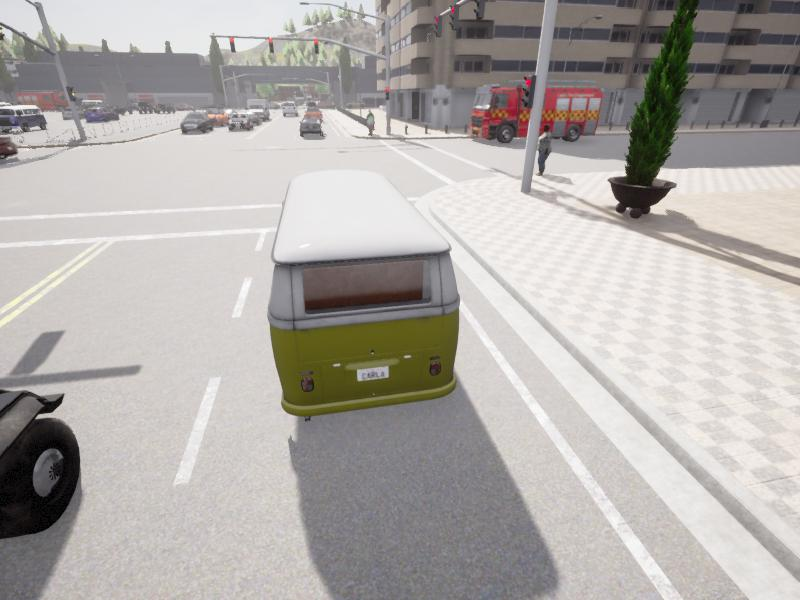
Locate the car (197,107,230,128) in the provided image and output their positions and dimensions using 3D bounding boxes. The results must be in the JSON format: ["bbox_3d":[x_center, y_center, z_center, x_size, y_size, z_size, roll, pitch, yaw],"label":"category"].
[{"bbox_3d":[-19.896,-19.658,42.962,2.097,1.767,4.553,-5,28,-10],"label":"car"}]

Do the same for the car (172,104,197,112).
[{"bbox_3d":[-43.410,-38.767,80.644,3.806,1.475,1.970,-5,28,-10],"label":"car"}]

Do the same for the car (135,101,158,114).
[{"bbox_3d":[-42.802,-32.531,67.634,1.905,1.878,3.866,-5,28,-10],"label":"car"}]

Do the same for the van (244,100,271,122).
[{"bbox_3d":[-18.385,-24.595,51.880,2.351,2.431,6.366,-5,28,-10],"label":"van"}]

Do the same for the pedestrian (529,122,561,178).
[{"bbox_3d":[5.417,-5.648,15.063,0.751,1.860,0.751,4,27,7],"label":"pedestrian"}]

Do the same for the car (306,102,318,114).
[{"bbox_3d":[-16.090,-35.315,73.357,1.905,1.878,3.866,-5,28,-10],"label":"car"}]

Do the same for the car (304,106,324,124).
[{"bbox_3d":[-10.411,-22.436,48.355,2.097,1.767,4.553,-5,28,-10],"label":"car"}]

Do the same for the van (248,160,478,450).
[{"bbox_3d":[-0.681,-0.526,5.471,1.775,1.987,4.442,-5,28,-10],"label":"van"}]

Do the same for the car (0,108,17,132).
[{"bbox_3d":[-35.170,-15.056,33.592,1.932,1.855,4.605,-5,28,-10],"label":"car"}]

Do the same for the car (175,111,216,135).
[{"bbox_3d":[-18.346,-16.079,36.175,2.033,1.649,4.856,-5,28,-10],"label":"car"}]

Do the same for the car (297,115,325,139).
[{"bbox_3d":[-7.306,-14.453,33.248,2.033,1.411,5.357,-4,28,-8],"label":"car"}]

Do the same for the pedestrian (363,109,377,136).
[{"bbox_3d":[-2.313,-13.720,30.904,0.751,1.860,0.751,-17,31,-29],"label":"pedestrian"}]

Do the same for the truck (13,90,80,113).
[{"bbox_3d":[-67.366,-37.941,76.402,8.468,3.827,2.891,-5,28,-9],"label":"truck"}]

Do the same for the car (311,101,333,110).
[{"bbox_3d":[-17.853,-44.520,91.527,4.856,1.649,2.033,-5,28,-10],"label":"car"}]

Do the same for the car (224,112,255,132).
[{"bbox_3d":[-15.225,-17.033,38.190,1.970,1.475,3.806,-5,28,-10],"label":"car"}]

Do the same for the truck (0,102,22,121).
[{"bbox_3d":[-50.566,-23.758,50.352,2.069,2.038,4.478,-5,28,-10],"label":"truck"}]

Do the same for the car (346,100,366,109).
[{"bbox_3d":[-10.532,-46.949,95.996,4.605,1.855,1.932,-5,28,-10],"label":"car"}]

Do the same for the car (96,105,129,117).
[{"bbox_3d":[-44.213,-29.195,61.651,2.033,1.415,5.357,-5,28,-10],"label":"car"}]

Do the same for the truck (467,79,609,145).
[{"bbox_3d":[9.338,-13.058,27.723,8.468,3.827,2.891,-5,28,-10],"label":"truck"}]

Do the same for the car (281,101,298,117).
[{"bbox_3d":[-17.262,-29.982,62.791,2.150,2.045,5.566,-5,28,-10],"label":"car"}]

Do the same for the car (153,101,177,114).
[{"bbox_3d":[-39.953,-32.768,68.085,1.932,1.855,4.605,-5,28,-10],"label":"car"}]

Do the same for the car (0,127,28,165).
[{"bbox_3d":[-21.568,-7.351,19.159,5.008,1.535,1.882,-5,28,-10],"label":"car"}]

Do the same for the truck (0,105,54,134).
[{"bbox_3d":[-32.344,-15.431,34.110,2.069,2.038,4.478,-5,28,-10],"label":"truck"}]

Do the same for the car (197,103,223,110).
[{"bbox_3d":[-41.358,-42.155,87.332,4.718,1.301,1.895,-5,28,-9],"label":"car"}]

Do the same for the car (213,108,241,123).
[{"bbox_3d":[-21.410,-22.942,49.701,2.163,1.488,4.792,-5,28,-10],"label":"car"}]

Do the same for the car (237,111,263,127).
[{"bbox_3d":[-16.649,-20.204,44.484,1.994,1.385,4.181,-5,28,-10],"label":"car"}]

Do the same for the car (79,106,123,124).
[{"bbox_3d":[-35.287,-21.934,47.357,2.242,1.667,4.611,-5,28,-10],"label":"car"}]

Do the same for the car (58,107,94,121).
[{"bbox_3d":[-42.058,-24.250,52.034,1.970,1.475,3.806,-5,28,-10],"label":"car"}]

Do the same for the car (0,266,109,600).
[{"bbox_3d":[-3.361,1.531,1.574,1.905,1.878,3.866,-5,28,-10],"label":"car"}]
